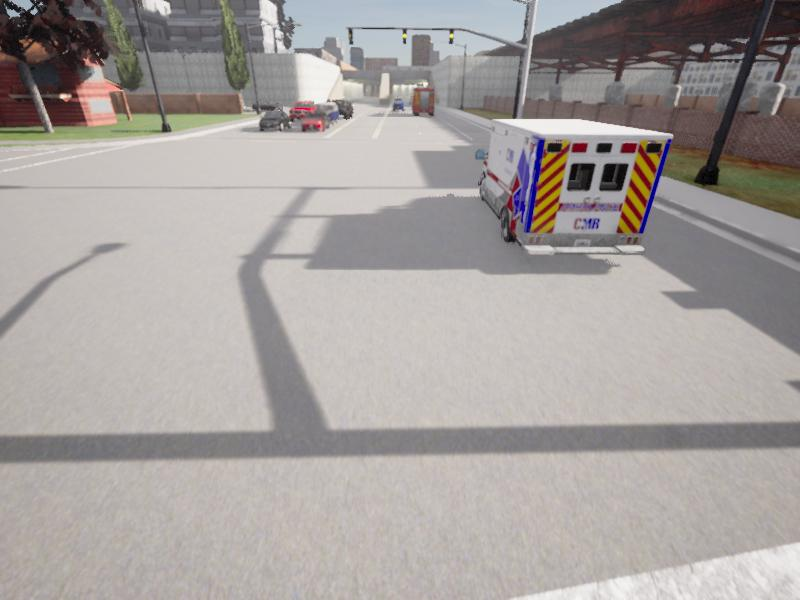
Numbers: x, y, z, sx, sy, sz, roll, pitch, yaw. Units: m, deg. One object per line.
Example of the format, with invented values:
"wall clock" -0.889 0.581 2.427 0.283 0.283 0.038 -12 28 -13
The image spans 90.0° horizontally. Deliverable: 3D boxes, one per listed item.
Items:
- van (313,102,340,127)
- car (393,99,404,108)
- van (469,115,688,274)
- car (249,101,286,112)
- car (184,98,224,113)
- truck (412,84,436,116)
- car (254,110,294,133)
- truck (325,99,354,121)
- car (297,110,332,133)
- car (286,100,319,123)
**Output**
"van" -7.160 -18.288 39.325 1.775 1.987 4.442 0 28 0
"car" -0.332 -39.710 80.912 2.033 1.411 5.357 0 28 0
"van" 3.466 -3.052 9.851 2.351 2.431 6.366 0 28 0
"car" -20.644 -30.232 62.481 4.902 1.511 2.128 0 28 -1
"car" -28.969 -28.752 59.182 4.605 1.855 1.932 -1 28 -1
"truck" 3.273 -28.711 57.351 2.891 3.827 8.468 0 28 0
"car" -10.641 -15.356 34.218 1.837 1.490 4.892 0 28 0
"truck" -7.073 -22.589 47.408 2.390 2.098 6.274 1 28 0
"car" -7.138 -15.254 34.028 2.007 1.525 4.514 0 28 0
"car" -10.604 -20.751 43.925 2.150 2.045 5.566 0 27 0
